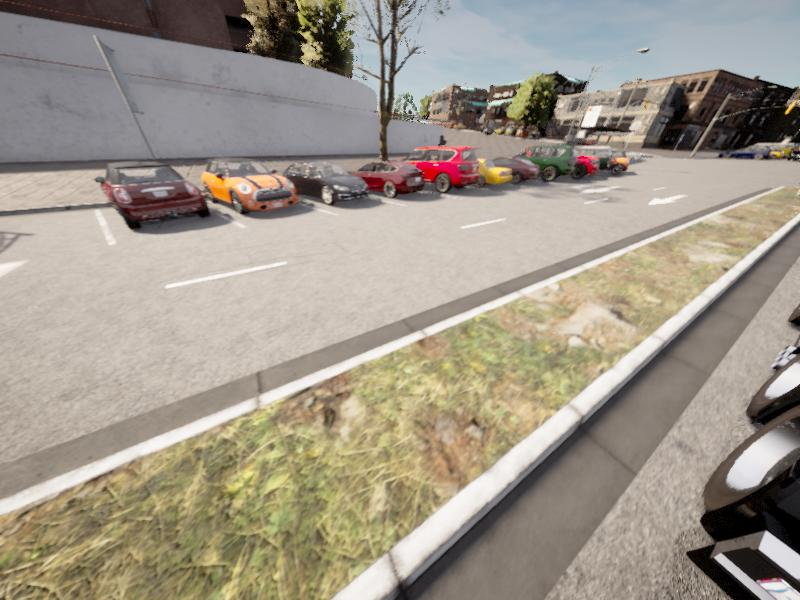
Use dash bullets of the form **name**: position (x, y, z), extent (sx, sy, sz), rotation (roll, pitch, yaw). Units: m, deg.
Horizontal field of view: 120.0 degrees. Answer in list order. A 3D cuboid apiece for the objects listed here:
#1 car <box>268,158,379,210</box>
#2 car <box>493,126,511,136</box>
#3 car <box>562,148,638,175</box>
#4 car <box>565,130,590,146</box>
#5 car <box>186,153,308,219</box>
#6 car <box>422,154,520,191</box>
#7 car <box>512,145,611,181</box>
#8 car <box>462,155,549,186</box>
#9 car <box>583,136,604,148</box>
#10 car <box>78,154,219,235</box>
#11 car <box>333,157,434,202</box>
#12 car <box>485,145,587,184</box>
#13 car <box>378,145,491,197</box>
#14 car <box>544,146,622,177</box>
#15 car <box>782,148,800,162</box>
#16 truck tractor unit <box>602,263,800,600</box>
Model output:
- **car**: position (-3.514, -5.479, 10.544), extent (4.892, 1.521, 2.231), rotation (25, 41, 32)
- **car**: position (24.748, -40.748, 55.808), extent (1.946, 1.575, 5.366), rotation (31, 44, 28)
- **car**: position (17.404, -12.226, 20.315), extent (4.553, 1.767, 2.185), rotation (26, 42, 33)
- **car**: position (33.529, -30.512, 43.597), extent (2.435, 2.045, 5.566), rotation (31, 44, 28)
- **car**: position (-6.134, -4.752, 9.246), extent (4.553, 1.767, 2.185), rotation (25, 41, 32)
- **car**: position (4.149, -8.061, 14.357), extent (5.366, 1.575, 1.946), rotation (25, 42, 32)
- **car**: position (12.151, -10.693, 17.814), extent (5.566, 2.045, 2.435), rotation (25, 41, 32)
- **car**: position (6.899, -8.792, 15.517), extent (4.674, 1.452, 2.002), rotation (25, 42, 32)
- **car**: position (34.971, -28.546, 41.768), extent (2.002, 1.452, 4.674), rotation (31, 44, 28)
- **car**: position (-8.689, -3.884, 7.968), extent (4.553, 1.767, 2.185), rotation (25, 42, 32)
- **car**: position (-0.937, -6.301, 11.807), extent (4.792, 1.488, 2.163), rotation (25, 42, 32)
- **car**: position (9.486, -9.879, 16.607), extent (5.566, 2.045, 2.435), rotation (25, 42, 32)
- **car**: position (1.666, -7.372, 12.892), extent (5.566, 2.045, 2.435), rotation (25, 42, 32)
- **car**: position (14.839, -11.464, 19.005), extent (4.442, 1.987, 1.878), rotation (26, 41, 33)
- **car**: position (55.280, -19.768, 31.412), extent (4.902, 1.511, 2.128), rotation (-14, 37, -20)
- **truck tractor unit**: position (5.111, -0.297, 0.792), extent (6.516, 4.208, 3.053), rotation (-18, 39, -24)
